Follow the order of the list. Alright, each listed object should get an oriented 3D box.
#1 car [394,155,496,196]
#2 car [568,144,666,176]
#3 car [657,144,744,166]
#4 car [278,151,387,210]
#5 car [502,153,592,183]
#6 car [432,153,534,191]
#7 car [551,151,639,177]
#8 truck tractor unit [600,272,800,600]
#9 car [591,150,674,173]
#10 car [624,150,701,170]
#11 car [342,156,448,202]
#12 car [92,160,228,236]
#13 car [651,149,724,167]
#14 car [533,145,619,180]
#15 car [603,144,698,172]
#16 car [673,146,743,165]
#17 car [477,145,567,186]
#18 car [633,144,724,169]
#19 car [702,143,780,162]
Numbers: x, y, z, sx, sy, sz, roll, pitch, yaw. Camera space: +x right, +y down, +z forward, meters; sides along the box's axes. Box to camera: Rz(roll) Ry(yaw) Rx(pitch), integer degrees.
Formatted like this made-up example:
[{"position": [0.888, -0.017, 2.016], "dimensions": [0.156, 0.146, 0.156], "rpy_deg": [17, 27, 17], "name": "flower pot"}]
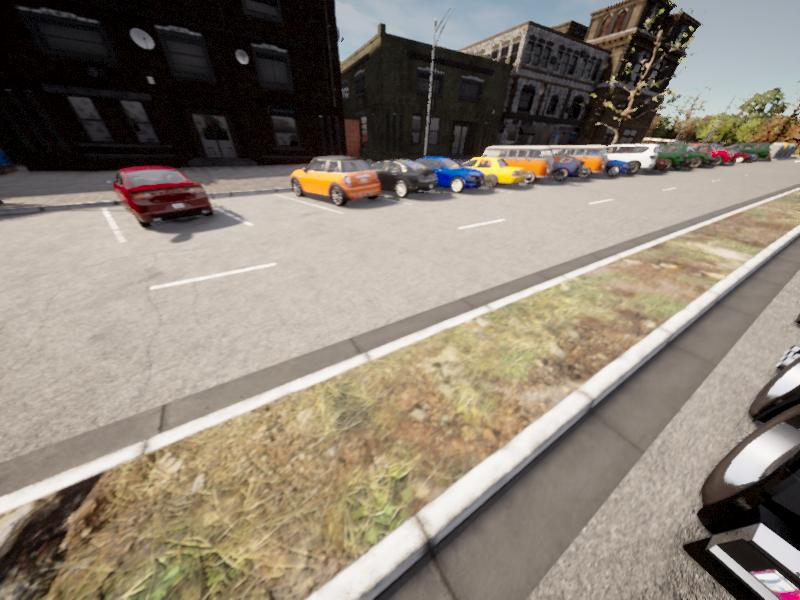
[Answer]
[{"position": [2.247, -7.063, 12.793], "dimensions": [5.008, 1.535, 2.097], "rpy_deg": [26, 42, 33], "name": "car"}, {"position": [18.163, -12.067, 19.688], "dimensions": [5.566, 2.045, 2.435], "rpy_deg": [27, 43, 34], "name": "car"}, {"position": [34.145, -16.810, 26.644], "dimensions": [5.566, 2.045, 2.435], "rpy_deg": [27, 42, 34], "name": "car"}, {"position": [-3.031, -5.514, 10.297], "dimensions": [4.553, 1.767, 2.185], "rpy_deg": [26, 42, 33], "name": "car"}, {"position": [10.192, -9.451, 16.350], "dimensions": [4.792, 1.488, 2.163], "rpy_deg": [27, 43, 34], "name": "car"}, {"position": [4.760, -7.934, 14.067], "dimensions": [5.366, 1.575, 1.946], "rpy_deg": [26, 42, 33], "name": "car"}, {"position": [15.531, -11.059, 18.655], "dimensions": [5.008, 1.535, 2.097], "rpy_deg": [27, 42, 34], "name": "car"}, {"position": [5.125, -0.286, 0.760], "dimensions": [6.516, 4.208, 3.053], "rpy_deg": [-18, 39, -23], "name": "truck tractor unit"}, {"position": [20.840, -12.646, 20.982], "dimensions": [5.008, 1.535, 2.097], "rpy_deg": [27, 42, 34], "name": "car"}, {"position": [26.175, -14.197, 23.309], "dimensions": [4.792, 1.488, 2.163], "rpy_deg": [27, 42, 34], "name": "car"}, {"position": [-0.393, -6.237, 11.583], "dimensions": [4.892, 1.521, 2.231], "rpy_deg": [26, 42, 33], "name": "car"}, {"position": [-8.312, -3.751, 7.933], "dimensions": [5.008, 1.535, 2.097], "rpy_deg": [25, 42, 32], "name": "car"}, {"position": [31.486, -15.784, 25.637], "dimensions": [4.792, 1.488, 2.163], "rpy_deg": [27, 42, 34], "name": "car"}, {"position": [12.964, -10.408, 17.299], "dimensions": [4.442, 1.987, 1.878], "rpy_deg": [27, 42, 34], "name": "car"}, {"position": [23.471, -13.653, 22.014], "dimensions": [5.566, 2.045, 2.435], "rpy_deg": [27, 43, 34], "name": "car"}, {"position": [36.798, -17.490, 27.865], "dimensions": [4.553, 1.767, 2.185], "rpy_deg": [27, 43, 34], "name": "car"}, {"position": [7.647, -8.812, 14.958], "dimensions": [4.442, 1.987, 1.878], "rpy_deg": [27, 42, 33], "name": "car"}, {"position": [28.830, -15.224, 24.317], "dimensions": [5.566, 2.045, 2.435], "rpy_deg": [27, 42, 34], "name": "car"}, {"position": [47.433, -20.788, 32.459], "dimensions": [5.566, 2.045, 2.435], "rpy_deg": [27, 43, 34], "name": "car"}]
